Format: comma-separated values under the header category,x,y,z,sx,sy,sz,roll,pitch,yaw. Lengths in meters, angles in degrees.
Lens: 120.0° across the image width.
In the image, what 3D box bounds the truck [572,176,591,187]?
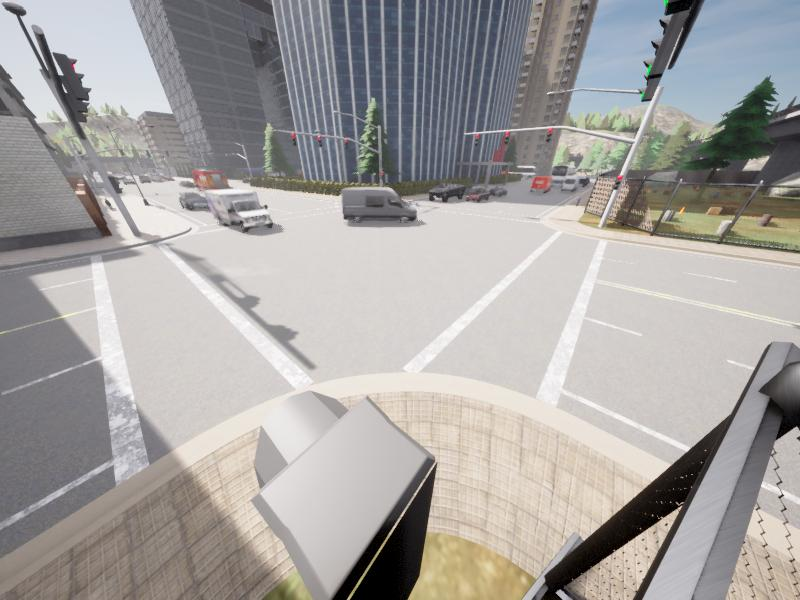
category,x,y,z,sx,sy,sz,roll,pitch,yaw
truck,41.643,-27.243,52.979,2.390,2.098,6.274,23,37,34

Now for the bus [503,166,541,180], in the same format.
category,x,y,z,sx,sy,sz,roll,pitch,yaw
bus,42.660,-44.633,81.052,10.273,4.253,3.944,23,37,34

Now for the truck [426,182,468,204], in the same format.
category,x,y,z,sx,sy,sz,roll,pitch,yaw
truck,6.327,-14.354,30.659,2.390,2.098,6.274,23,37,34

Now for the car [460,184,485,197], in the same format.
category,x,y,z,sx,sy,sz,roll,pitch,yaw
car,11.378,-17.081,36.037,1.812,1.442,4.674,23,37,34

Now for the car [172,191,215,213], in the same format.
category,x,y,z,sx,sy,sz,roll,pitch,yaw
car,-22.165,-10.621,24.775,4.856,1.649,2.033,22,37,34

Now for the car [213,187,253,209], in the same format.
category,x,y,z,sx,sy,sz,roll,pitch,yaw
car,-19.131,-11.742,26.464,4.605,1.855,1.932,23,37,34

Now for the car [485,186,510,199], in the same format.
category,x,y,z,sx,sy,sz,roll,pitch,yaw
car,14.654,-16.286,34.735,1.994,1.385,4.181,22,37,33

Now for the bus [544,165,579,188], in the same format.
category,x,y,z,sx,sy,sz,roll,pitch,yaw
bus,36.311,-27.812,51.816,3.944,4.253,10.273,23,37,34

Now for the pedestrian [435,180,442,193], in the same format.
category,x,y,z,sx,sy,sz,roll,pitch,yaw
pedestrian,6.348,-18.733,38.128,0.751,1.860,0.751,21,36,31

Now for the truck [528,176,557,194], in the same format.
category,x,y,z,sx,sy,sz,roll,pitch,yaw
truck,24.885,-20.135,40.304,2.627,2.467,5.204,23,37,34

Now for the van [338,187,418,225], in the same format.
category,x,y,z,sx,sy,sz,roll,pitch,yaw
van,-1.626,-7.520,18.442,5.915,2.561,1.988,0,31,-1

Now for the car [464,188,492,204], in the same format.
category,x,y,z,sx,sy,sz,roll,pitch,yaw
car,10.164,-13.647,30.058,1.816,1.474,4.193,23,37,34

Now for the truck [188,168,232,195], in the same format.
category,x,y,z,sx,sy,sz,roll,pitch,yaw
truck,-32.790,-20.572,39.812,8.468,3.827,2.891,23,37,34

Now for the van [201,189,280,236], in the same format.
category,x,y,z,sx,sy,sz,roll,pitch,yaw
van,-11.904,-6.692,17.147,6.366,2.431,2.351,22,37,34

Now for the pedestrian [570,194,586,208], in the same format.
category,x,y,z,sx,sy,sz,roll,pitch,yaw
pedestrian,18.638,-10.356,24.179,0.751,1.300,0.751,-24,38,-35

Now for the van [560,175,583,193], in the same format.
category,x,y,z,sx,sy,sz,roll,pitch,yaw
van,31.563,-21.419,42.456,1.988,2.561,5.915,23,37,34

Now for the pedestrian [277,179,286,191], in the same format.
category,x,y,z,sx,sy,sz,roll,pitch,yaw
pedestrian,-21.261,-20.612,41.493,0.751,1.860,0.751,21,36,32
